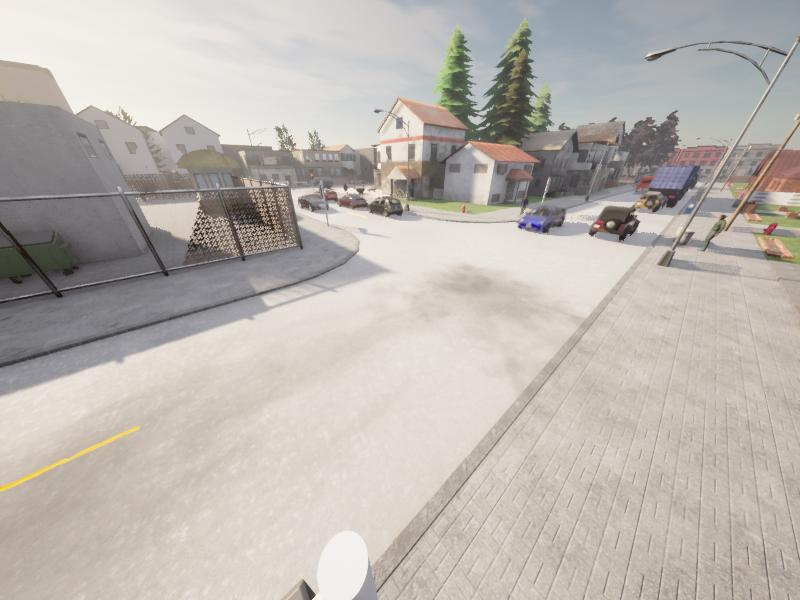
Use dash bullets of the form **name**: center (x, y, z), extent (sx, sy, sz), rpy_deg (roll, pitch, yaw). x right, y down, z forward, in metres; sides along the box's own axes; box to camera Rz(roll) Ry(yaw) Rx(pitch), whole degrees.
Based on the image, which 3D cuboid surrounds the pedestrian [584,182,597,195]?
- **pedestrian**: center (29.822, -17.516, 36.227), extent (0.751, 1.860, 0.751), rpy_deg (-15, 33, -24)

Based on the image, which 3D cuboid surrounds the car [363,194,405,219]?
- **car**: center (-1.532, -8.899, 21.812), extent (1.851, 1.617, 3.988), rpy_deg (-23, 37, -34)

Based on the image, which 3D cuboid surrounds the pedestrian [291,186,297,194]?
- **pedestrian**: center (-18.140, -18.849, 39.504), extent (0.500, 1.100, 0.500), rpy_deg (19, 35, 29)

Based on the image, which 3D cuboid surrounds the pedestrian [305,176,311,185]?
- **pedestrian**: center (-22.024, -28.610, 55.443), extent (0.751, 1.860, 0.751), rpy_deg (-17, 34, -27)

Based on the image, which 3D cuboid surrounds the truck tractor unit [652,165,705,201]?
- **truck tractor unit**: center (39.701, -16.822, 32.912), extent (6.516, 4.208, 3.053), rpy_deg (-23, 37, -33)

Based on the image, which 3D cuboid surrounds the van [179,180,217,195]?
- **van**: center (-34.562, -19.411, 39.634), extent (4.442, 1.987, 1.775), rpy_deg (-21, 36, -31)

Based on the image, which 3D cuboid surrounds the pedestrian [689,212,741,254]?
- **pedestrian**: center (16.017, -3.428, 11.827), extent (0.751, 1.860, 0.751), rpy_deg (20, 35, 30)

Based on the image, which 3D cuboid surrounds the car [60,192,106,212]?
- **car**: center (-33.330, -10.450, 24.440), extent (1.816, 1.474, 4.193), rpy_deg (-23, 37, -34)

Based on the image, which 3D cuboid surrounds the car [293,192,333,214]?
- **car**: center (-9.255, -10.369, 24.454), extent (2.128, 1.511, 4.902), rpy_deg (-23, 37, -34)

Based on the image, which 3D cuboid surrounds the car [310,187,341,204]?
- **car**: center (-9.926, -13.902, 30.558), extent (2.007, 1.525, 4.514), rpy_deg (-23, 37, -34)

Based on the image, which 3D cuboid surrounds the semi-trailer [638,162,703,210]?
- **semi-trailer**: center (33.649, -14.361, 28.452), extent (14.254, 4.402, 2.717), rpy_deg (-23, 37, -34)

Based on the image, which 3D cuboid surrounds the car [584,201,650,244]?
- **car**: center (14.101, -5.139, 15.018), extent (3.866, 1.878, 1.905), rpy_deg (-22, 37, -33)

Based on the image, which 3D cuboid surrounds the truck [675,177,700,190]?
- **truck**: center (60.567, -24.650, 48.599), extent (6.274, 2.098, 2.390), rpy_deg (-23, 37, -34)

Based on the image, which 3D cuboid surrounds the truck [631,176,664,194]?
- **truck**: center (43.794, -20.388, 40.850), extent (5.204, 2.467, 2.627), rpy_deg (-23, 37, -34)

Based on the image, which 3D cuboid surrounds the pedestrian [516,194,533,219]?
- **pedestrian**: center (10.668, -8.063, 19.856), extent (0.751, 1.860, 0.751), rpy_deg (11, 32, 18)

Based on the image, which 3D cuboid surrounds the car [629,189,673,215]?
- **car**: center (26.245, -10.341, 24.167), extent (4.605, 1.855, 1.932), rpy_deg (-23, 36, -31)

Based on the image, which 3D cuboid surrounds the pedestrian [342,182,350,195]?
- **pedestrian**: center (-8.434, -17.306, 35.846), extent (0.751, 1.860, 0.751), rpy_deg (-23, 37, -34)

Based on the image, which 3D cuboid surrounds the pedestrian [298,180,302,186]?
- **pedestrian**: center (-23.445, -27.370, 54.055), extent (0.500, 1.100, 0.500), rpy_deg (-23, 37, -34)

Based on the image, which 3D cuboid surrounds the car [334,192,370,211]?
- **car**: center (-5.423, -11.160, 25.967), extent (1.994, 1.385, 4.181), rpy_deg (-24, 38, -35)

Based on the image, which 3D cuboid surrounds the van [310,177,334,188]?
- **van**: center (-17.599, -26.622, 52.125), extent (4.442, 1.987, 1.775), rpy_deg (-23, 37, -34)

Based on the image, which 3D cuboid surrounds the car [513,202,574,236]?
- **car**: center (10.570, -6.053, 16.965), extent (4.514, 1.525, 2.007), rpy_deg (-23, 37, -34)

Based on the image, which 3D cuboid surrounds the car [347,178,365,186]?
- **car**: center (-10.879, -29.214, 57.130), extent (3.806, 1.475, 1.970), rpy_deg (-23, 37, -34)

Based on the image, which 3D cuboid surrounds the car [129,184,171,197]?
- **car**: center (-39.278, -17.279, 36.459), extent (4.193, 1.474, 1.816), rpy_deg (-22, 37, -33)
